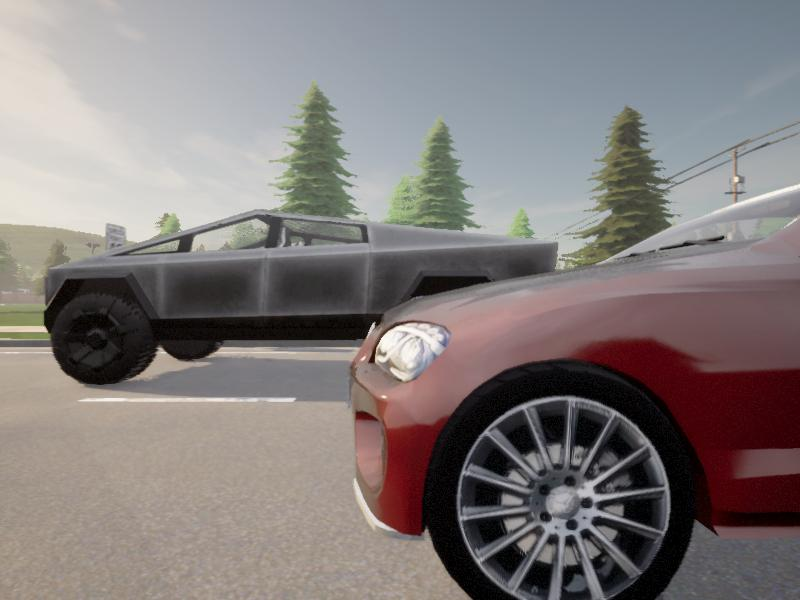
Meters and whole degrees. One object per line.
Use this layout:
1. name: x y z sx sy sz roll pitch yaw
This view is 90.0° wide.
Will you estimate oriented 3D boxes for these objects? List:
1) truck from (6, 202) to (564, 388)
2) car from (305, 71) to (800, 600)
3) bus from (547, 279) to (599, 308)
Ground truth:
1. truck: -1.295 -0.059 5.699 6.274 2.098 2.390 0 0 0
2. car: 2.249 0.181 2.198 5.027 1.651 2.152 0 0 0
3. bus: 27.155 -1.108 63.616 3.944 4.253 10.273 0 2 0
